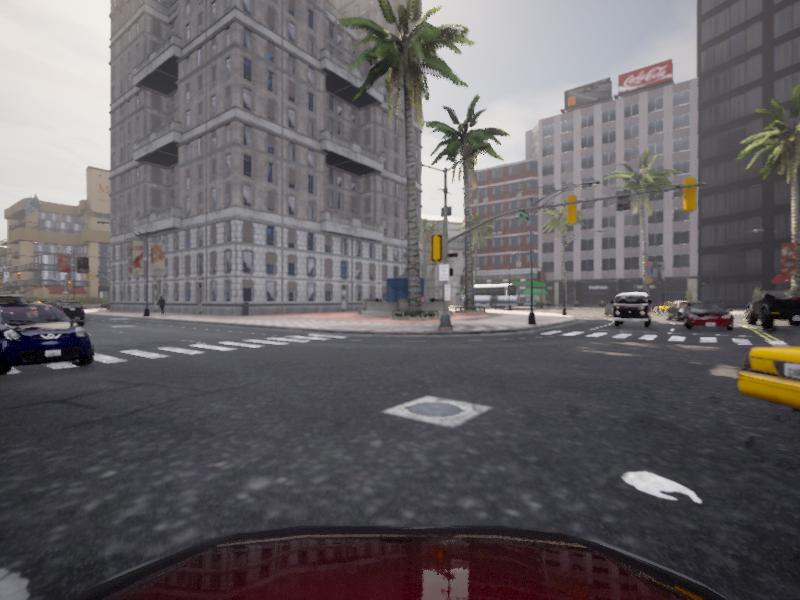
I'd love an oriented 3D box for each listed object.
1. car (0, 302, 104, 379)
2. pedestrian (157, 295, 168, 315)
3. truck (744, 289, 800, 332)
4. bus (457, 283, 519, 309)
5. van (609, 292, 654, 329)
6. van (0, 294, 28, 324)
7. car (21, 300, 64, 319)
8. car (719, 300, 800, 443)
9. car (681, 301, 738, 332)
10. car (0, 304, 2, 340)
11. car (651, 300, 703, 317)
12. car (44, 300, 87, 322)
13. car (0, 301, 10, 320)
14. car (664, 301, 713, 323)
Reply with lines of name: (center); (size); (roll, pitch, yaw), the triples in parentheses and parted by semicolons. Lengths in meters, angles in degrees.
car: (-8.970, 0.821, 9.647); (3.633, 1.501, 1.845); (0, 0, 34)
pedestrian: (-22.520, 0.459, 37.866); (0.751, 1.860, 0.751); (0, 0, -41)
truck: (21.407, 0.521, 22.386); (2.390, 2.098, 6.274); (0, 0, 33)
bus: (15.390, -0.597, 70.819); (3.944, 4.253, 10.273); (0, 0, -43)
van: (14.049, 0.545, 24.134); (2.069, 2.038, 4.480); (0, 1, 34)
van: (-27.897, 0.582, 28.124); (4.442, 1.987, 1.775); (0, 0, 37)
car: (-31.596, 0.779, 35.276); (5.366, 1.575, 1.801); (0, 0, 37)
car: (7.077, 0.796, 4.723); (5.366, 1.575, 1.801); (0, 0, -4)
car: (17.045, 0.831, 22.244); (2.163, 1.488, 4.792); (0, 0, 33)
car: (-18.541, 0.885, 16.684); (5.357, 1.411, 2.033); (0, 0, 37)
car: (26.874, 0.766, 39.035); (1.801, 1.575, 5.366); (0, 0, 6)
car: (-25.970, 0.795, 31.051); (3.705, 1.549, 1.789); (0, 0, 37)
car: (-32.680, 0.835, 31.718); (4.193, 1.474, 1.816); (0, 0, 37)
car: (20.832, 0.827, 29.055); (1.970, 1.475, 3.806); (0, 0, 21)
